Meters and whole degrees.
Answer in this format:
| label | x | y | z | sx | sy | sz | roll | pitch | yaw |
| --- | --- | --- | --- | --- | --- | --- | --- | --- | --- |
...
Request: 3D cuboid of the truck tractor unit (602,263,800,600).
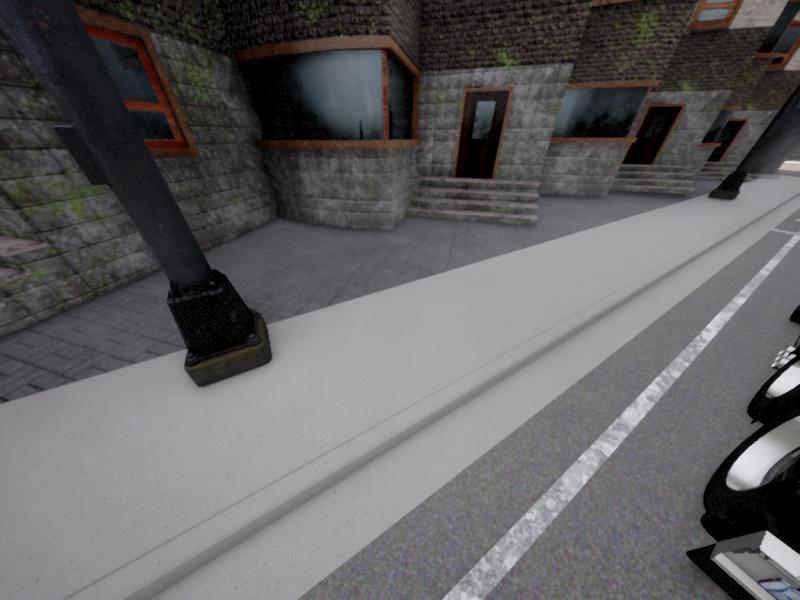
| label | x | y | z | sx | sy | sz | roll | pitch | yaw |
| --- | --- | --- | --- | --- | --- | --- | --- | --- | --- |
| truck tractor unit | 5.113 | -0.296 | 0.792 | 6.516 | 4.208 | 3.053 | -18 | 39 | -24 |
